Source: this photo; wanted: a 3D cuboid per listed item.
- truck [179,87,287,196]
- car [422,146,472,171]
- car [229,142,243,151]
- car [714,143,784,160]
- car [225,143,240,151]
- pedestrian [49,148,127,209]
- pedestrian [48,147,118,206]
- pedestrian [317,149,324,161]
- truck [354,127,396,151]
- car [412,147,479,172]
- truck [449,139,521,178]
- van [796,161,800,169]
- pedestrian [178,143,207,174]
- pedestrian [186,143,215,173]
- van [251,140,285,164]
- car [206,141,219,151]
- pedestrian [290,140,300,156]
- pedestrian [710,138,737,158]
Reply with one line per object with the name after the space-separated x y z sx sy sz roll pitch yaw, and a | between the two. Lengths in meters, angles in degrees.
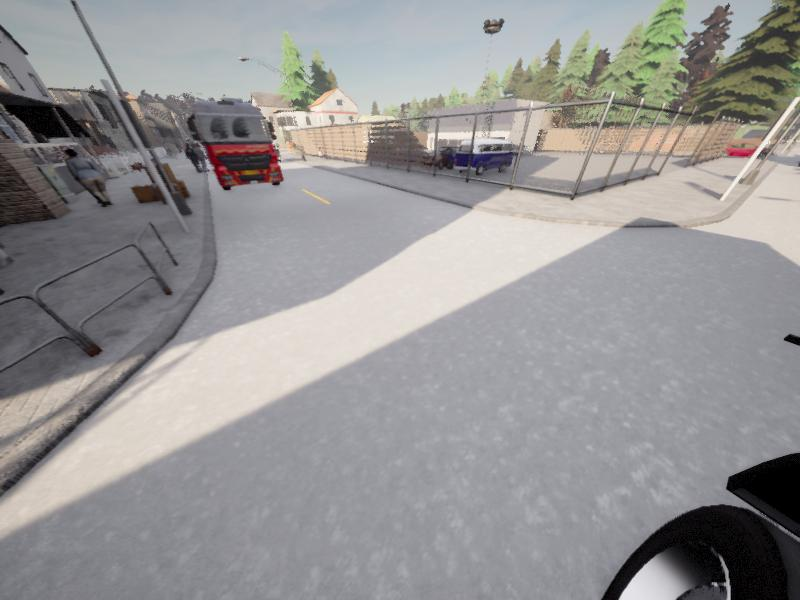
-9.626 -8.967 13.381 2.891 3.827 8.468 -22 41 -28 | truck
3.756 -11.819 19.147 1.789 1.547 3.705 -22 41 -28 | car
-36.253 -33.834 50.984 1.789 1.549 3.705 -22 41 -28 | car
39.893 -17.162 26.572 1.816 1.474 4.193 -25 42 -30 | car
-41.988 -38.355 57.841 2.152 1.651 5.027 -22 41 -28 | car
-11.202 -4.382 8.363 0.751 1.860 0.751 16 38 22 | pedestrian
-11.968 -4.693 8.811 0.751 1.860 0.751 27 43 33 | pedestrian
-8.872 -16.159 25.700 0.500 1.100 0.500 -7 36 -9 | pedestrian
-5.093 -34.068 48.892 8.468 3.827 2.891 -22 41 -28 | truck
3.756 -11.601 18.961 5.357 1.415 2.033 -22 41 -28 | car
5.890 -9.939 16.047 4.478 2.038 2.069 -22 41 -28 | truck
35.314 -12.316 18.827 5.915 2.561 1.988 -22 41 -28 | van
-14.949 -10.250 16.725 0.751 1.860 0.751 -15 38 -20 | pedestrian
-15.052 -10.770 17.494 0.751 1.860 0.751 10 36 14 | pedestrian
-14.642 -16.390 25.487 2.069 2.038 4.480 -22 41 -28 | van
-46.639 -38.364 57.432 1.932 1.855 4.605 -22 41 -28 | car
-14.946 -21.560 32.750 0.751 1.860 0.751 -19 39 -24 | pedestrian
35.579 -16.733 25.432 0.751 1.860 0.751 13 37 18 | pedestrian
